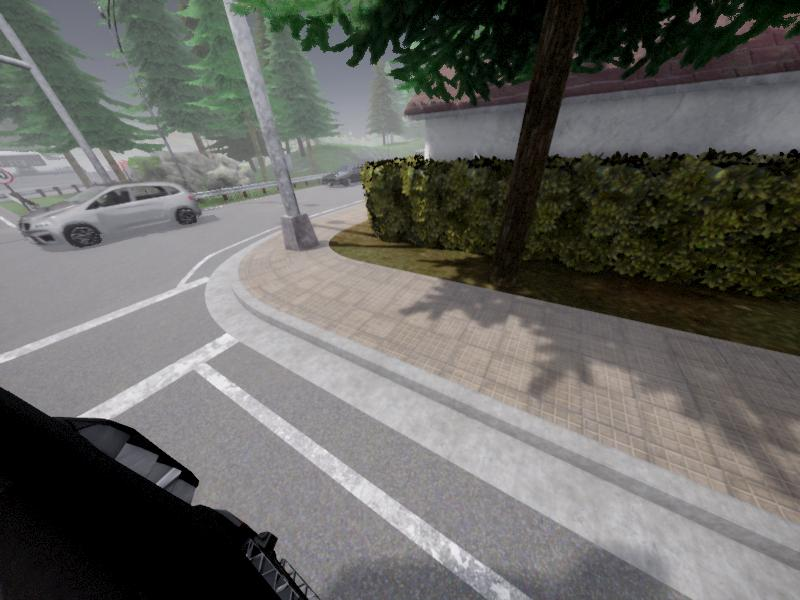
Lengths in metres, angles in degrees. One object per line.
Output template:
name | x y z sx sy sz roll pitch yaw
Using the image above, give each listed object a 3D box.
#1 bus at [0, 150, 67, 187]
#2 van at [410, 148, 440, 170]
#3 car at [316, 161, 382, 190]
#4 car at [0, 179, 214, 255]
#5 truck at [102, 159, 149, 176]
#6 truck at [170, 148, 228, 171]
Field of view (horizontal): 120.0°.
bus | -57.346 -18.505 32.736 3.944 4.253 10.273 16 38 26
van | 3.095 -17.034 27.908 1.775 1.987 4.442 17 38 27
car | -3.842 -10.082 18.511 2.033 1.411 5.357 16 38 26
car | -10.315 -3.362 8.520 2.242 1.667 4.611 11 34 20
truck | -55.842 -27.076 47.144 2.627 2.467 5.204 16 38 26
truck | -44.323 -31.374 51.497 2.891 3.827 8.468 16 38 26
